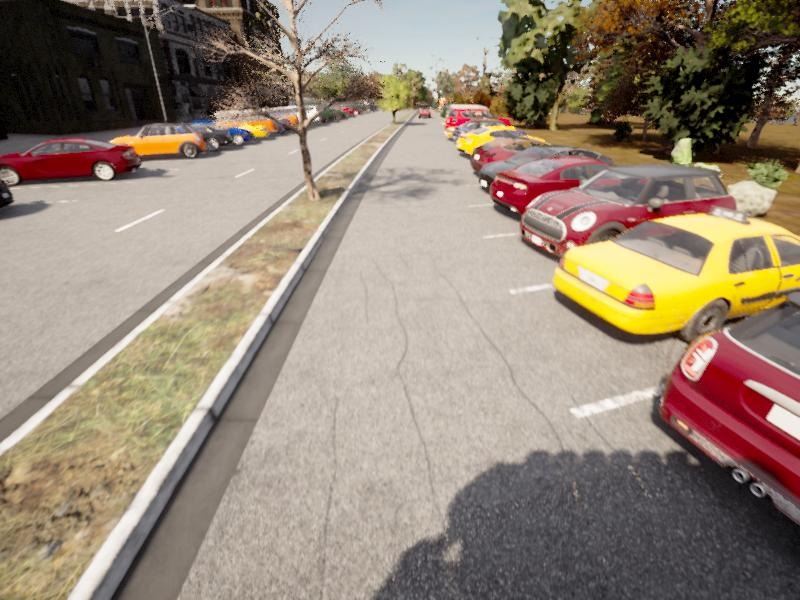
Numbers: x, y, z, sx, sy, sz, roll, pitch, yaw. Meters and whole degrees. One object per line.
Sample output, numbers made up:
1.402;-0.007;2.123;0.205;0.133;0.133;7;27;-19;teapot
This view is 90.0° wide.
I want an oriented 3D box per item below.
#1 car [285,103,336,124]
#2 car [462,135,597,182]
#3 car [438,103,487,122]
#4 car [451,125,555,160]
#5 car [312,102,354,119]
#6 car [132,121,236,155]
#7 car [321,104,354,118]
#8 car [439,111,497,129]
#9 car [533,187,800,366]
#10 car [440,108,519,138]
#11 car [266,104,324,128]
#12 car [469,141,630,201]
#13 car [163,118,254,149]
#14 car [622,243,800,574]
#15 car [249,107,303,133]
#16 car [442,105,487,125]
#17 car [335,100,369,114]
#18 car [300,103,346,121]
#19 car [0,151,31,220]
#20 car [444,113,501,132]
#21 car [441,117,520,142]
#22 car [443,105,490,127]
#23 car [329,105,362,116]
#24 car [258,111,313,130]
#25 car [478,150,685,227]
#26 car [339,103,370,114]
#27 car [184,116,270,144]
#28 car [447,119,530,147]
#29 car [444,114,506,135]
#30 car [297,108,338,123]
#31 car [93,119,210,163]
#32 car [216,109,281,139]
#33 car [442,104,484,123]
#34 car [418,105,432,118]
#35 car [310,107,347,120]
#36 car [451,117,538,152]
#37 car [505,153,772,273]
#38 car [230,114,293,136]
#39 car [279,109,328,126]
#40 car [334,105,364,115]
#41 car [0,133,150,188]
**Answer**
-10.667;-22.170;47.581;5.566;2.045;2.435;-8;28;-14;car
5.325;-6.003;16.755;4.792;1.488;2.163;-7;28;-16;car
7.900;-23.847;50.921;5.566;2.045;2.435;-7;28;-14;car
5.584;-8.726;21.995;5.008;1.535;2.097;-7;28;-15;car
-9.726;-27.654;58.275;5.566;2.045;2.435;-8;28;-14;car
-12.540;-9.623;23.657;4.892;1.521;2.231;-8;28;-14;car
-9.490;-28.905;60.991;4.553;1.767;2.185;-8;28;-14;car
6.823;-18.180;40.411;5.366;1.575;1.946;-7;28;-14;car
5.079;-0.646;6.250;5.366;1.575;1.946;-8;28;-17;car
6.385;-14.364;32.433;5.566;2.045;2.435;-7;28;-14;car
-11.110;-19.436;42.249;5.566;2.045;2.435;-8;28;-14;car
5.141;-4.639;14.095;4.792;1.488;2.163;-7;29;-16;car
-12.375;-10.998;26.340;5.008;1.535;2.097;-8;28;-14;car
4.823;0.627;3.496;4.553;1.767;2.185;-8;28;-17;car
-11.416;-16.701;36.966;4.442;1.987;1.878;-8;28;-14;car
7.327;-21.096;45.609;4.442;1.987;1.878;-7;28;-14;car
-8.614;-34.508;71.618;5.566;2.045;2.435;-8;28;-13;car
-10.173;-24.918;52.938;5.566;2.045;2.435;-8;28;-14;car
-13.257;-2.744;10.229;5.008;1.535;2.097;-9;28;-16;car
6.812;-16.823;37.843;4.792;1.488;2.163;-7;28;-14;car
5.972;-12.762;29.848;5.366;1.575;1.946;-7;28;-15;car
7.111;-19.740;42.966;4.442;1.987;1.878;-7;28;-14;car
-9.060;-31.532;66.390;5.008;1.535;2.097;-8;28;-13;car
-11.306;-17.851;39.707;5.008;1.535;2.097;-8;28;-14;car
5.057;-3.321;11.463;5.008;1.535;2.097;-8;28;-16;car
-8.530;-35.657;74.374;5.366;1.575;1.946;-8;29;-13;car
-12.343;-12.344;28.963;5.366;1.575;1.946;-8;28;-14;car
5.946;-11.429;27.265;4.892;1.521;2.231;-7;28;-15;car
6.542;-15.459;35.181;4.792;1.488;2.163;-7;28;-14;car
-10.389;-23.299;50.397;4.792;1.488;2.163;-8;28;-14;car
-12.702;-8.361;20.916;4.553;1.767;2.185;-9;28;-15;car
-11.849;-13.959;31.618;4.442;1.987;1.878;-8;28;-14;car
7.543;-22.451;48.251;4.442;1.987;1.878;-7;28;-14;car
3.787;-28.332;60.118;1.851;1.617;3.988;2;27;4;car
-9.946;-26.035;55.732;4.792;1.488;2.163;-8;28;-14;car
5.738;-10.186;24.564;4.553;1.767;2.185;-7;28;-15;car
5.008;-2.083;8.776;4.553;1.767;2.185;-8;29;-17;car
-11.771;-15.080;34.368;4.792;1.488;2.163;-8;28;-14;car
-10.863;-20.586;45.041;5.008;1.535;2.097;-8;28;-14;car
-8.821;-32.876;69.091;4.674;1.452;2.002;-8;28;-13;car
-13.019;-5.495;15.598;5.008;1.535;2.097;-9;28;-15;car
